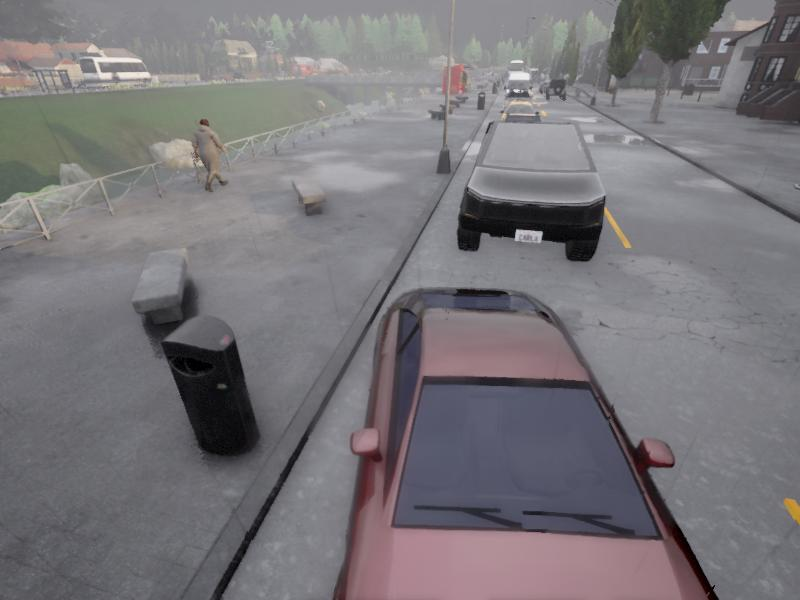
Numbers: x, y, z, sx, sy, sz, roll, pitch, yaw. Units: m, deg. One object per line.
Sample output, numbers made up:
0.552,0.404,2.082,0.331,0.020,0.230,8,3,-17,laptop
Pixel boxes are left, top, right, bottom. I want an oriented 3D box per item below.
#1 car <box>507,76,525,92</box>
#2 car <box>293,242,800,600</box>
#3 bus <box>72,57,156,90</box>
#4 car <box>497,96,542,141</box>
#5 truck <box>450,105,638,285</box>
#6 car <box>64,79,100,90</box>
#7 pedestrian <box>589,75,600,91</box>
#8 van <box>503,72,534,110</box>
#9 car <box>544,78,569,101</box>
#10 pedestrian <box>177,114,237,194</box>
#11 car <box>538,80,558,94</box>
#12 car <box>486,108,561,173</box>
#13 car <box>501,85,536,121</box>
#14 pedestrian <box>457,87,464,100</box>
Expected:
16.372,-30.566,56.526,2.097,1.767,4.553,7,31,12,car
0.673,1.023,2.936,1.994,1.385,4.181,1,30,2,car
-45.056,-36.137,63.822,3.944,4.253,10.273,7,31,12,bus
6.192,-9.598,20.866,1.801,1.575,5.366,7,31,12,car
2.782,-2.831,8.778,2.390,2.098,6.274,7,31,12,truck
-49.629,-33.706,62.518,1.970,1.475,3.806,7,31,12,car
25.671,-28.577,52.764,0.751,1.860,0.751,0,30,-1,pedestrian
10.099,-18.037,34.353,1.988,2.561,5.915,7,31,12,van
16.344,-22.110,41.949,1.905,1.878,3.866,7,31,12,car
-5.065,-3.873,10.599,0.751,1.860,0.751,7,31,12,pedestrian
19.098,-27.545,51.734,1.970,1.475,3.806,7,31,12,car
4.520,-6.141,15.021,2.128,1.511,4.902,7,31,12,car
8.076,-13.591,27.401,1.932,1.855,4.605,7,31,12,car
6.118,-20.822,40.304,0.500,1.100,0.500,-2,30,-3,pedestrian
